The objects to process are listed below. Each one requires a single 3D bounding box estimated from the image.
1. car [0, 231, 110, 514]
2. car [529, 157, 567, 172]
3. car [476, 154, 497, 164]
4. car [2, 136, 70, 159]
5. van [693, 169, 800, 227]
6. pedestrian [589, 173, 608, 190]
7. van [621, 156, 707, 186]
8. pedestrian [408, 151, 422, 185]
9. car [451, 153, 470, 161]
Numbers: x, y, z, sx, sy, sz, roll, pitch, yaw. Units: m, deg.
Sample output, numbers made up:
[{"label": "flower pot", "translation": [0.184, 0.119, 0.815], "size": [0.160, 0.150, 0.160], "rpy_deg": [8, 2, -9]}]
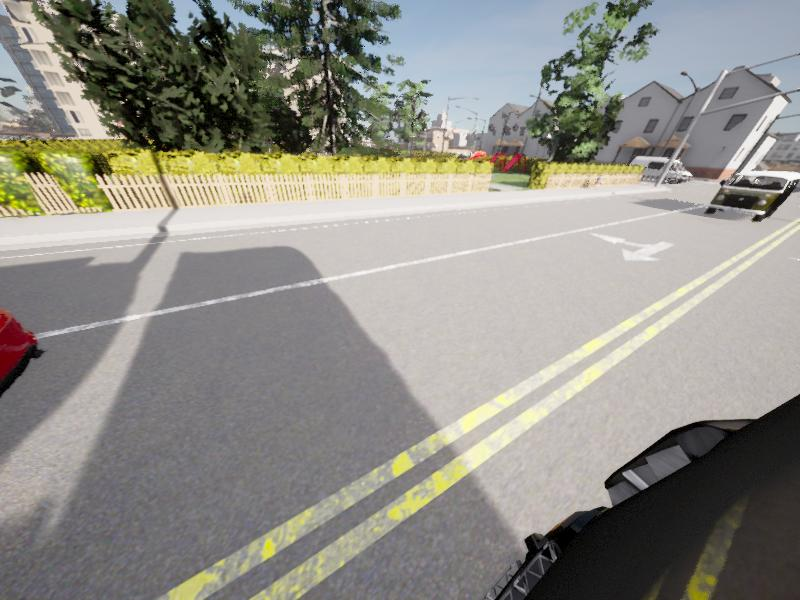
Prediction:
[{"label": "car", "translation": [-5.408, 0.923, 0.297], "size": [5.566, 2.045, 2.150], "rpy_deg": [-14, 37, -24]}, {"label": "car", "translation": [24.370, -22.565, 38.316], "size": [1.932, 1.855, 4.605], "rpy_deg": [-15, 37, -25]}, {"label": "car", "translation": [19.350, -31.740, 52.017], "size": [1.851, 1.617, 3.988], "rpy_deg": [-15, 37, -25]}, {"label": "car", "translation": [-31.887, -13.512, 20.427], "size": [1.789, 1.549, 3.705], "rpy_deg": [-18, 39, -29]}, {"label": "van", "translation": [17.153, -5.094, 11.193], "size": [4.480, 2.038, 2.069], "rpy_deg": [-15, 38, -25]}, {"label": "pedestrian", "translation": [14.586, -8.714, 16.995], "size": [0.500, 1.100, 0.500], "rpy_deg": [-12, 36, -22]}, {"label": "van", "translation": [31.035, -15.491, 27.561], "size": [1.988, 2.561, 5.915], "rpy_deg": [-12, 36, -22]}, {"label": "pedestrian", "translation": [0.961, -8.667, 15.150], "size": [0.751, 1.860, 0.751], "rpy_deg": [5, 34, 2]}, {"label": "car", "translation": [15.199, -36.017, 58.294], "size": [1.812, 1.442, 4.674], "rpy_deg": [-15, 37, -25]}]
